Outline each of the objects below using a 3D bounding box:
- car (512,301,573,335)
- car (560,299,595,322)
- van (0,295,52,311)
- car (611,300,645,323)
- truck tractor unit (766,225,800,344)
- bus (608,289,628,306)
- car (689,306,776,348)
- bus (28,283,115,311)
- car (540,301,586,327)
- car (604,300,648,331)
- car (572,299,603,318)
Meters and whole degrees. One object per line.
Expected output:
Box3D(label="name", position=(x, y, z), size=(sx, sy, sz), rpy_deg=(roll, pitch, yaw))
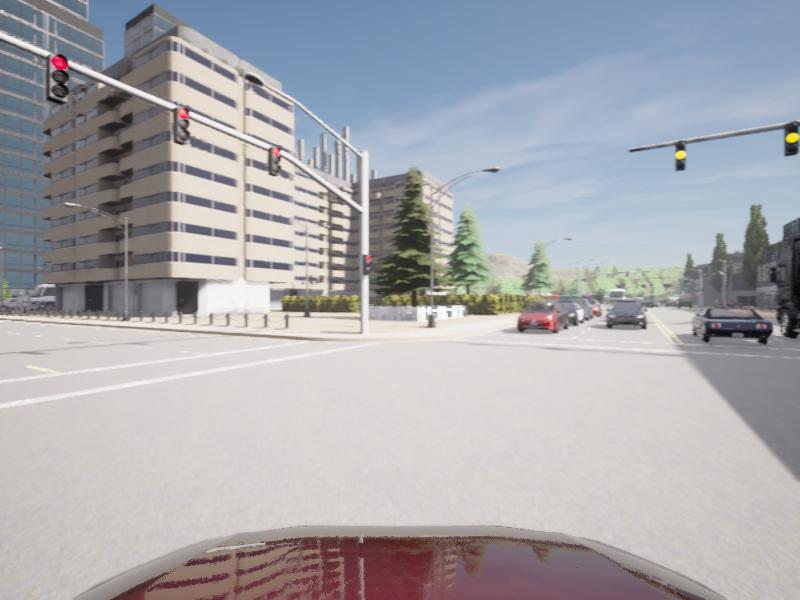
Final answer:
Box3D(label="car", position=(7.420, 0.821, 20.529), size=(2.007, 1.525, 4.514), rpy_deg=(0, 0, 32))
Box3D(label="car", position=(14.198, 0.760, 31.847), size=(2.033, 1.649, 4.856), rpy_deg=(0, 0, 31))
Box3D(label="van", position=(-59.115, 0.475, 62.849), size=(2.351, 2.431, 6.366), rpy_deg=(0, 0, 31))
Box3D(label="car", position=(16.680, 0.804, 29.170), size=(2.007, 1.525, 4.514), rpy_deg=(0, 0, 31))
Box3D(label="truck tractor unit", position=(16.008, -0.558, 14.302), size=(3.053, 4.208, 6.516), rpy_deg=(0, 0, 31))
Box3D(label="bus", position=(55.577, -0.621, 101.655), size=(3.944, 4.253, 10.273), rpy_deg=(0, 0, 32))
Box3D(label="car", position=(12.761, 0.922, 15.687), size=(1.895, 1.301, 4.718), rpy_deg=(0, 0, 31))
Box3D(label="bus", position=(-53.369, -0.448, 65.382), size=(3.944, 4.253, 10.273), rpy_deg=(0, 0, 31))
Box3D(label="car", position=(10.652, 0.814, 25.862), size=(2.038, 1.542, 4.974), rpy_deg=(0, 0, 31))
Box3D(label="car", position=(13.120, 0.807, 23.162), size=(2.038, 1.542, 4.974), rpy_deg=(0, 0, 31))
Box3D(label="car", position=(17.780, 0.733, 37.901), size=(2.242, 1.667, 4.611), rpy_deg=(0, 0, 30))
